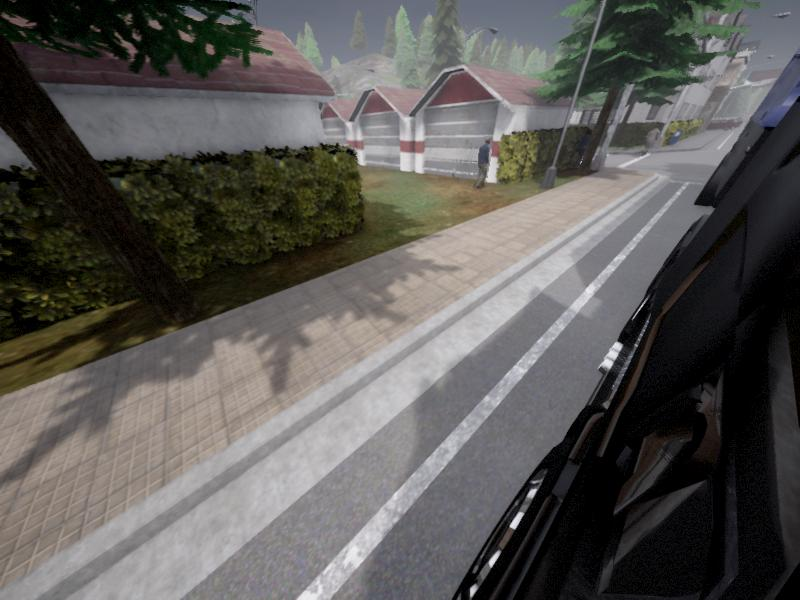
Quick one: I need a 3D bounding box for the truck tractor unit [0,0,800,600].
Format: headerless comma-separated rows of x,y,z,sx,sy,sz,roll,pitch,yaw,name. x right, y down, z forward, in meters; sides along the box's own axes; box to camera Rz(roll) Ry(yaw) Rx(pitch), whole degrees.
2.645,-0.295,0.351,6.516,4.208,3.053,-28,44,-30,truck tractor unit

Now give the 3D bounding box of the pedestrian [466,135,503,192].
3.313,-5.414,9.205,0.751,1.860,0.751,-16,39,-18,pedestrian

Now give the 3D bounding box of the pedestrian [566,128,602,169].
10.285,-8.495,12.994,0.751,1.860,0.751,-20,40,-22,pedestrian

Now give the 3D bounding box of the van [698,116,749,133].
57.351,-31.185,41.105,2.069,2.038,4.480,-8,34,-10,van

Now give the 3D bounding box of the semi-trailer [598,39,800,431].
8.681,-3.593,4.279,14.254,4.402,2.717,-28,44,-30,semi-trailer

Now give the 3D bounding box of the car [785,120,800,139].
42.948,-17.851,24.142,4.974,1.542,2.038,-28,44,-30,car

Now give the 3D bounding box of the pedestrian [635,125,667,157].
18.389,-11.645,16.958,0.751,1.860,0.751,-26,43,-28,pedestrian

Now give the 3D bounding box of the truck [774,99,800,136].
49.714,-22.374,27.962,8.468,3.827,2.891,-28,44,-30,truck
